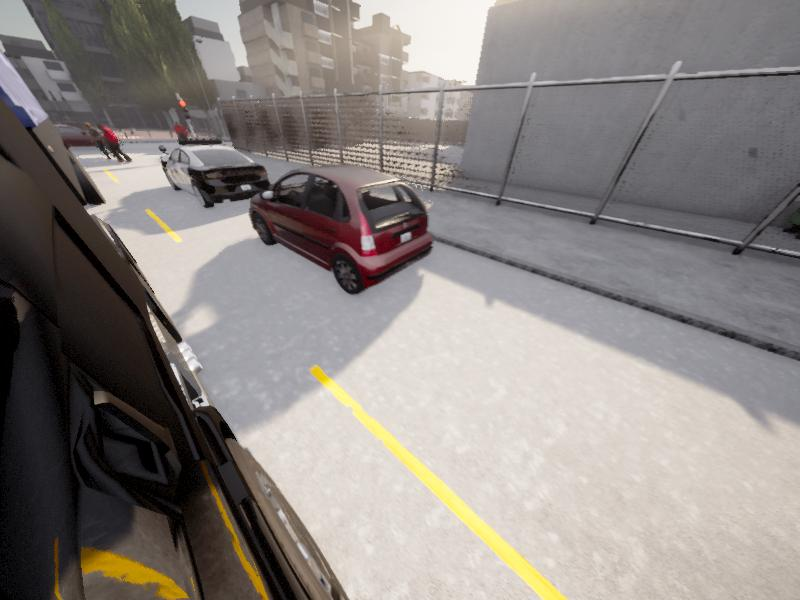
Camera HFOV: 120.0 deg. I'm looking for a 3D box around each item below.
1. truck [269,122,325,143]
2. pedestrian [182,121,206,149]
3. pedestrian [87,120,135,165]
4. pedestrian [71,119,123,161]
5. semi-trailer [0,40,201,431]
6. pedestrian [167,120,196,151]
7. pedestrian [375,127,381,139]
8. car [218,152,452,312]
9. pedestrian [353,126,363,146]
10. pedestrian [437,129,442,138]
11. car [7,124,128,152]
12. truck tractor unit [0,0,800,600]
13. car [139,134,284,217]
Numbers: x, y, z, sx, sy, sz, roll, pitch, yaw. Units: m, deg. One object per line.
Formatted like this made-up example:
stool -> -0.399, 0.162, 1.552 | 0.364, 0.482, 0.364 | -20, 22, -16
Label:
truck -> -13.538, -22.450, 30.962 | 2.390, 2.098, 6.274 | 28, 44, 30
pedestrian -> -17.672, -14.151, 19.842 | 0.751, 1.860, 0.751 | 31, 45, 32
pedestrian -> -15.218, -8.299, 12.198 | 0.751, 1.860, 0.751 | 27, 43, 28
pedestrian -> -16.804, -8.875, 12.872 | 0.751, 1.860, 0.751 | 12, 38, 12
semi-trailer -> -8.679, -3.613, 4.252 | 14.254, 4.402, 2.717 | 28, 44, 30
pedestrian -> -16.046, -12.128, 17.057 | 0.751, 1.860, 0.751 | -13, 40, -19
pedestrian -> -4.222, -32.376, 44.690 | 0.751, 1.860, 0.751 | 24, 42, 26
car -> -1.350, -1.683, 4.448 | 3.988, 1.617, 1.851 | 28, 44, 30
pedestrian -> -5.027, -19.608, 27.657 | 0.751, 1.860, 0.751 | 29, 44, 31
pedestrian -> 10.237, -43.366, 60.147 | 0.751, 1.860, 0.751 | 28, 44, 30
car -> -23.364, -11.616, 16.526 | 1.812, 1.442, 4.674 | 28, 44, 30
truck tractor unit -> -2.645, -0.295, 0.351 | 6.516, 4.208, 3.053 | 28, 44, 30
car -> -6.434, -4.453, 7.811 | 5.238, 1.638, 1.930 | 27, 44, 29
